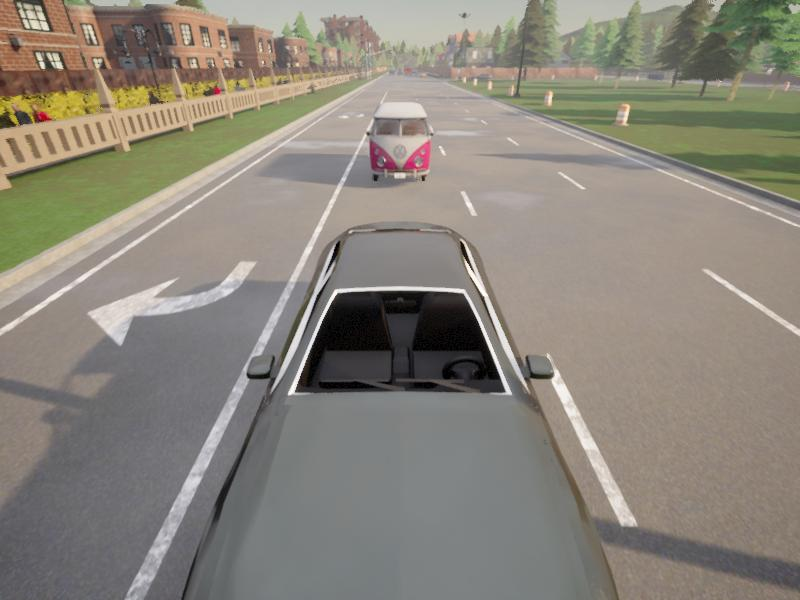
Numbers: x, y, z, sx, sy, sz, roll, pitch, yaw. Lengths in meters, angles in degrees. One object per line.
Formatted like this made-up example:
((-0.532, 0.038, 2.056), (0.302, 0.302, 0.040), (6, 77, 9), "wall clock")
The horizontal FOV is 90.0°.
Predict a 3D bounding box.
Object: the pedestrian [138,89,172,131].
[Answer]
((-12.379, -9.643, 20.295), (0.751, 1.860, 0.751), (0, 30, -1), "pedestrian")

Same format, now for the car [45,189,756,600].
((0.002, 0.515, 3.513), (2.152, 1.651, 5.027), (0, 30, 0), "car")

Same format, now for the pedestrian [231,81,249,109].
((-12.327, -15.772, 30.776), (0.751, 1.860, 0.751), (0, 30, -1), "pedestrian")

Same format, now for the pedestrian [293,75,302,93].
((-12.651, -26.753, 49.553), (0.751, 1.860, 0.751), (0, 30, 1), "pedestrian")

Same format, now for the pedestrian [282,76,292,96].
((-12.636, -23.854, 44.596), (0.751, 1.860, 0.751), (-3, 31, -6), "pedestrian")

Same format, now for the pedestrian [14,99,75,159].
((-12.402, -5.973, 14.020), (0.751, 1.860, 0.751), (0, 30, 0), "pedestrian")

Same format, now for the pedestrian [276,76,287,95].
((-13.391, -24.238, 45.253), (0.751, 1.860, 0.751), (0, 30, 0), "pedestrian")

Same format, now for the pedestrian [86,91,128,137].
((-13.425, -8.536, 18.402), (0.751, 1.860, 0.751), (1, 30, 2), "pedestrian")

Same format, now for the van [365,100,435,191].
((0.001, -5.054, 12.676), (1.775, 1.987, 4.442), (0, 30, 0), "van")

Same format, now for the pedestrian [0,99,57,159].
((-13.083, -5.971, 14.016), (0.751, 1.860, 0.751), (2, 30, 3), "pedestrian")

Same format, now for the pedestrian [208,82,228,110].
((-13.473, -15.117, 29.655), (0.751, 1.860, 0.751), (0, 30, 0), "pedestrian")
